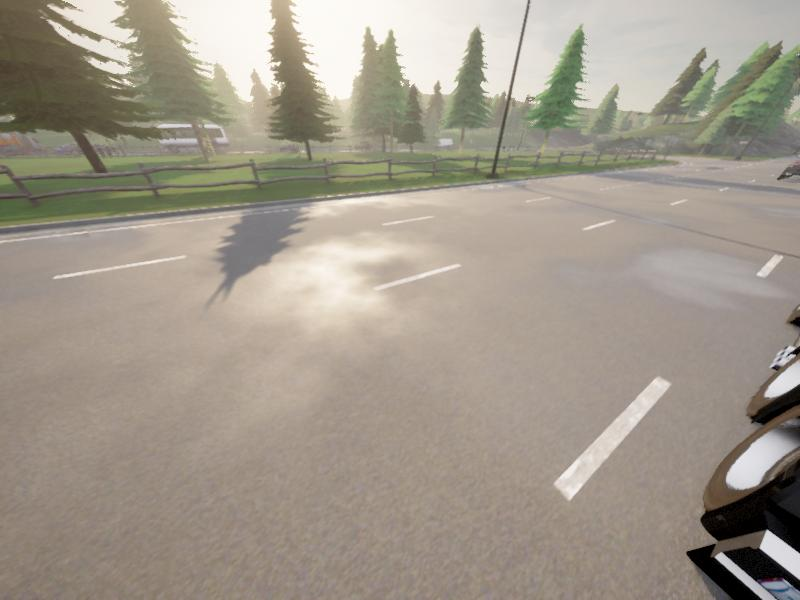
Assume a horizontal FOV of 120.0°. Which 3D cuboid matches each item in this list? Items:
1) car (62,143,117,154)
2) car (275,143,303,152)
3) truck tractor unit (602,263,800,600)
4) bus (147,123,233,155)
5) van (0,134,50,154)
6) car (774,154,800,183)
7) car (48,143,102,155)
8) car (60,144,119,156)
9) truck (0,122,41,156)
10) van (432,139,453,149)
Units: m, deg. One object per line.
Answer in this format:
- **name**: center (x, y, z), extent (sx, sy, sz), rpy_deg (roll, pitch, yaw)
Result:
- **car**: center (-52.005, -25.569, 38.886), extent (5.008, 1.535, 1.882), rpy_deg (-18, 39, -24)
- **car**: center (-23.361, -32.107, 48.591), extent (5.027, 1.651, 2.152), rpy_deg (-13, 37, -19)
- **truck tractor unit**: center (5.118, -0.287, 0.797), extent (6.516, 4.208, 3.053), rpy_deg (-18, 39, -25)
- **bus**: center (-37.054, -29.104, 41.772), extent (10.273, 4.253, 3.944), rpy_deg (-19, 39, -24)
- **van**: center (-62.251, -25.012, 37.038), extent (5.915, 2.561, 1.988), rpy_deg (-18, 39, -24)
- **car**: center (30.848, -9.841, 17.181), extent (5.027, 1.651, 2.152), rpy_deg (-18, 39, -24)
- **car**: center (-51.780, -24.230, 36.970), extent (2.007, 1.525, 4.514), rpy_deg (13, 37, 18)
- **car**: center (-46.609, -22.683, 34.830), extent (4.892, 1.490, 1.837), rpy_deg (-18, 39, -24)
- **truck**: center (-58.444, -22.145, 31.860), extent (8.468, 3.827, 2.891), rpy_deg (-18, 39, -24)
- **van**: center (12.748, -47.298, 70.094), extent (5.915, 2.561, 1.988), rpy_deg (3, 35, 4)
